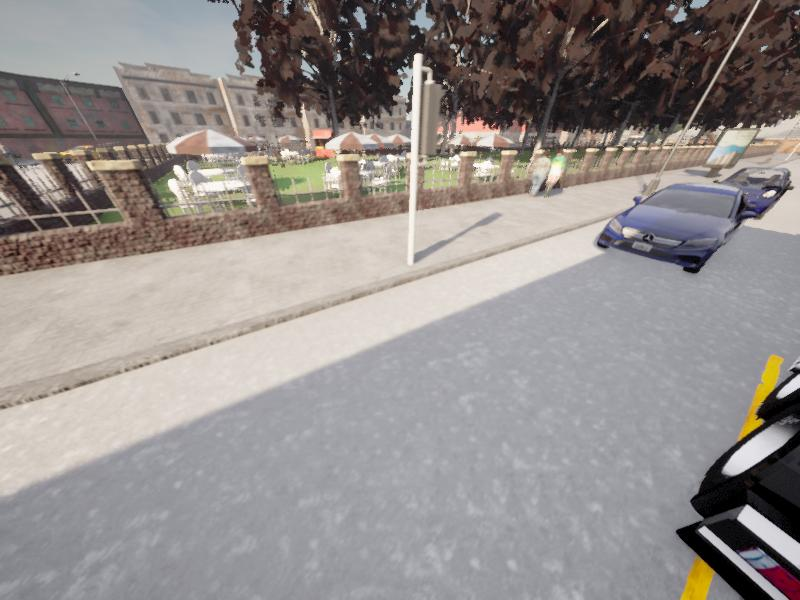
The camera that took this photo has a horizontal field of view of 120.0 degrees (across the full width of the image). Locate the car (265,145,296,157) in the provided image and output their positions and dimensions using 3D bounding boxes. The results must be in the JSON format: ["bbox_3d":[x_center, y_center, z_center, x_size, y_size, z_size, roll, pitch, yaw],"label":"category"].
[{"bbox_3d":[-18.619,-23.373,36.079,3.806,1.475,1.970,-20,40,-27],"label":"car"}]

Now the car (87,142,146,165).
[{"bbox_3d":[-29.990,-15.749,24.685,1.932,1.855,4.605,-15,38,-19],"label":"car"}]

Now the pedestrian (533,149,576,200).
[{"bbox_3d":[6.628,-5.411,9.971,0.751,1.860,0.751,-22,41,-29],"label":"pedestrian"}]

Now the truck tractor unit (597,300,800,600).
[{"bbox_3d":[5.166,-0.242,0.691,6.516,4.208,3.053,-16,38,-21],"label":"truck tractor unit"}]

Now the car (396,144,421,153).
[{"bbox_3d":[1.730,-30.596,46.589,4.514,1.525,2.007,-19,39,-26],"label":"car"}]

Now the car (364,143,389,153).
[{"bbox_3d":[-4.716,-31.027,47.148,4.514,1.525,2.007,-19,39,-26],"label":"car"}]

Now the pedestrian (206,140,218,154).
[{"bbox_3d":[-30.927,-25.218,38.057,0.751,1.860,0.751,-14,37,-20],"label":"pedestrian"}]

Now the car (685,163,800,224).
[{"bbox_3d":[13.169,-4.159,8.749,3.633,1.501,1.845,-19,39,-26],"label":"car"}]

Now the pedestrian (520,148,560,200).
[{"bbox_3d":[6.015,-5.442,10.010,0.751,1.860,0.751,-28,44,-34],"label":"pedestrian"}]

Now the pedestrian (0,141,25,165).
[{"bbox_3d":[-35.731,-13.357,20.990,0.751,1.860,0.751,-20,40,-27],"label":"pedestrian"}]

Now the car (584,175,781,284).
[{"bbox_3d":[7.029,-2.047,5.736,4.674,1.442,1.812,-20,40,-27],"label":"car"}]

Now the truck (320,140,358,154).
[{"bbox_3d":[-11.345,-28.980,43.650,6.274,2.098,2.390,-20,40,-26],"label":"truck"}]

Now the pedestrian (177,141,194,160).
[{"bbox_3d":[-25.736,-18.009,27.758,0.751,1.860,0.751,-18,39,-24],"label":"pedestrian"}]

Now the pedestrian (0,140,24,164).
[{"bbox_3d":[-38.012,-14.268,22.276,0.751,1.860,0.751,-8,36,-11],"label":"pedestrian"}]

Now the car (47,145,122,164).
[{"bbox_3d":[-34.377,-16.090,25.433,1.882,1.535,5.008,-4,35,-6],"label":"car"}]
